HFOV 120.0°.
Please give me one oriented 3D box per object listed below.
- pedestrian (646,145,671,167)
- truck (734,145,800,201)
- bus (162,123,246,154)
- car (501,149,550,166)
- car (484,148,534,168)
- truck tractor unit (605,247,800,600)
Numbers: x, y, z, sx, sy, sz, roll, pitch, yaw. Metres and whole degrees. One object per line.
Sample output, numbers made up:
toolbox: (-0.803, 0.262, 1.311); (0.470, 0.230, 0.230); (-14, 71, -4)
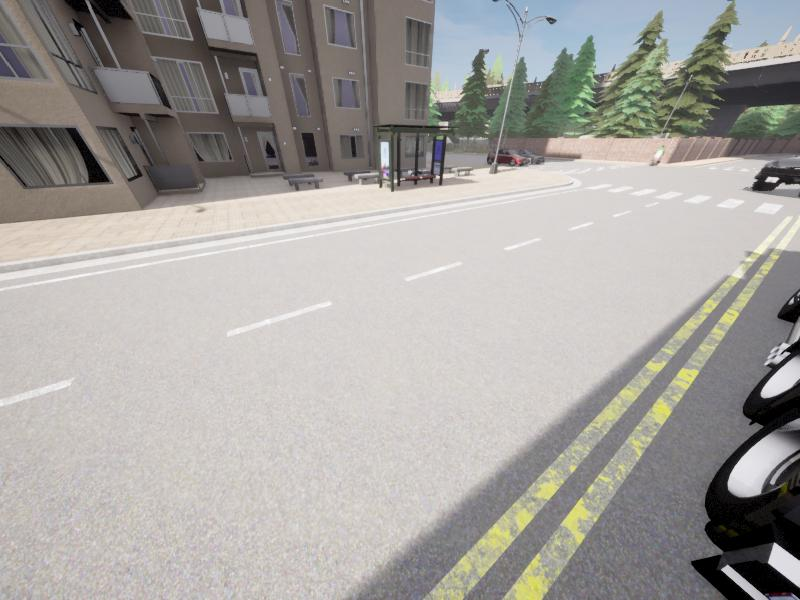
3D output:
pedestrian: (26.427, -14.772, 23.642); (0.751, 1.860, 0.751); (-18, 39, -25)
truck: (21.085, -5.845, 10.627); (6.274, 2.098, 2.390); (5, 35, 7)
bus: (-34.257, -28.912, 41.442); (10.273, 4.253, 3.944); (-17, 38, -23)
car: (13.807, -15.898, 25.637); (1.994, 1.385, 4.181); (-20, 40, -27)
car: (11.059, -14.706, 23.812); (1.816, 1.474, 4.193); (-20, 39, -26)
truck tractor unit: (5.080, -0.330, 0.821); (6.516, 4.208, 3.053); (-19, 39, -25)
